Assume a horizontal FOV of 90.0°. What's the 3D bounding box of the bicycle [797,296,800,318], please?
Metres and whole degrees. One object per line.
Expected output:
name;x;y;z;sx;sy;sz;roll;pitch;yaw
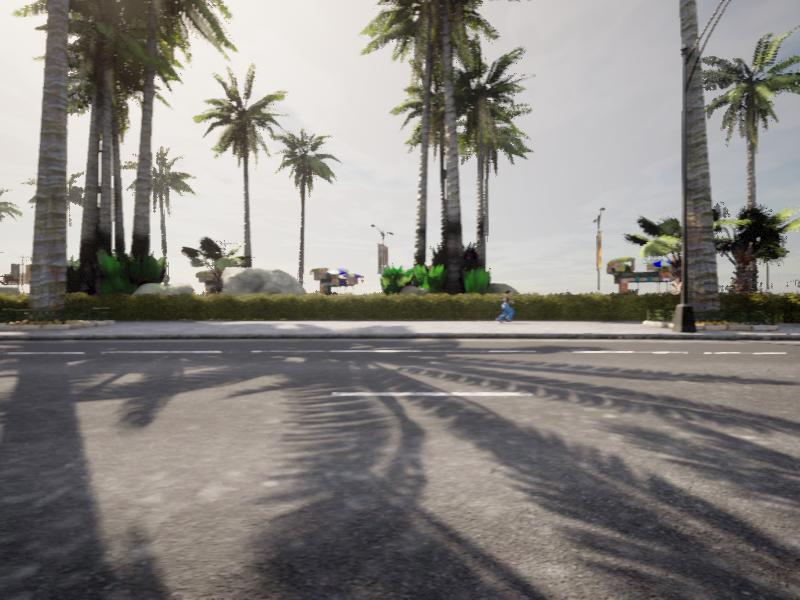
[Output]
bicycle;19.857;0.329;18.812;1.643;1.024;0.373;0;0;20

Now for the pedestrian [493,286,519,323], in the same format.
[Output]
pedestrian;3.758;0.162;14.203;0.751;1.300;0.751;0;0;1
